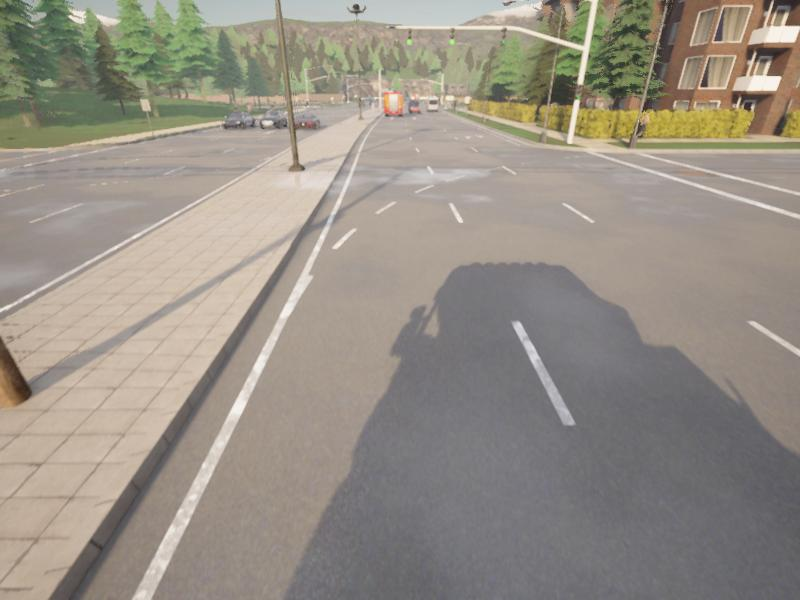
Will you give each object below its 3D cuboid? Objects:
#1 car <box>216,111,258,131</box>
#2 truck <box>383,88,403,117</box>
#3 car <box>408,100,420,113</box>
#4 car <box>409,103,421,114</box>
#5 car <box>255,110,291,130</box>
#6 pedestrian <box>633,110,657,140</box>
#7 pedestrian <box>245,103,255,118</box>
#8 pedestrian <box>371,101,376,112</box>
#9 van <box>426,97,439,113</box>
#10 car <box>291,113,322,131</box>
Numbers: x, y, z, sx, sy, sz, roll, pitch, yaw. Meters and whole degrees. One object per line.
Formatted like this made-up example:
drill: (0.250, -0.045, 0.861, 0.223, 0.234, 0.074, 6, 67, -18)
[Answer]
car: (-16.036, -17.834, 39.706, 2.038, 1.542, 4.974, 0, 28, 0)
truck: (-0.940, -30.738, 62.252, 2.891, 3.827, 8.468, 0, 27, 0)
car: (2.635, -37.330, 77.010, 2.150, 2.045, 5.566, 0, 27, 0)
car: (2.565, -33.208, 69.469, 1.851, 1.617, 3.988, 0, 27, 1)
car: (-12.561, -18.013, 39.943, 2.033, 1.649, 4.856, 0, 27, 0)
pedestrian: (16.839, -12.026, 27.533, 0.751, 1.860, 0.751, 0, 27, 1)
pedestrian: (-20.924, -26.488, 55.798, 0.751, 1.860, 0.751, 1, 27, 2)
pedestrian: (-4.784, -34.916, 72.158, 0.751, 1.860, 0.751, -4, 27, -8)
van: (6.139, -37.307, 76.412, 1.988, 2.561, 5.915, 0, 27, 0)
car: (-9.027, -17.445, 39.104, 1.994, 1.385, 4.181, 0, 27, 0)
